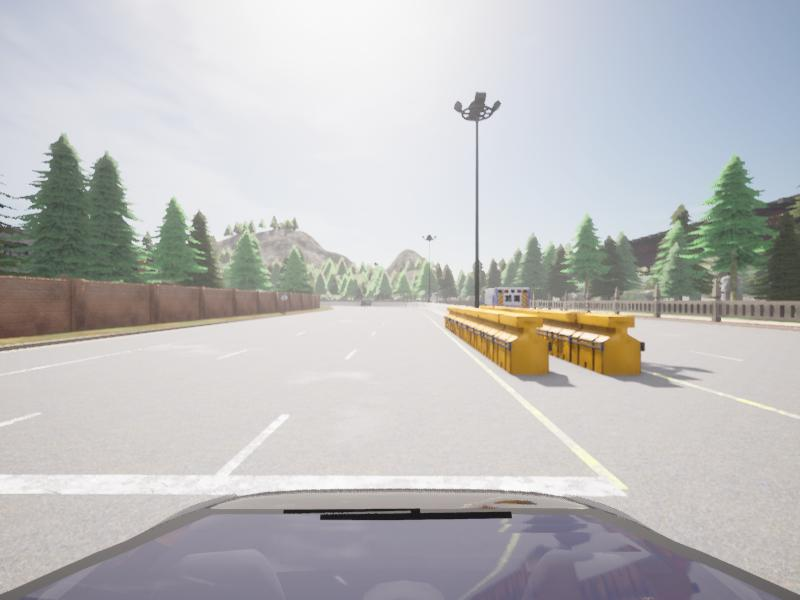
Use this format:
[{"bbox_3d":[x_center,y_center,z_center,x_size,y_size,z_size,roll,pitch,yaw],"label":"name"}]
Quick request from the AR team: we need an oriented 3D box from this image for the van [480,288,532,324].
[{"bbox_3d":[7.756,0.400,30.150,2.351,2.431,6.366,0,0,1],"label":"van"}]

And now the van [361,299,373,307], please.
[{"bbox_3d":[-7.857,0.666,94.289,1.775,1.987,4.442,0,0,-18],"label":"van"}]
